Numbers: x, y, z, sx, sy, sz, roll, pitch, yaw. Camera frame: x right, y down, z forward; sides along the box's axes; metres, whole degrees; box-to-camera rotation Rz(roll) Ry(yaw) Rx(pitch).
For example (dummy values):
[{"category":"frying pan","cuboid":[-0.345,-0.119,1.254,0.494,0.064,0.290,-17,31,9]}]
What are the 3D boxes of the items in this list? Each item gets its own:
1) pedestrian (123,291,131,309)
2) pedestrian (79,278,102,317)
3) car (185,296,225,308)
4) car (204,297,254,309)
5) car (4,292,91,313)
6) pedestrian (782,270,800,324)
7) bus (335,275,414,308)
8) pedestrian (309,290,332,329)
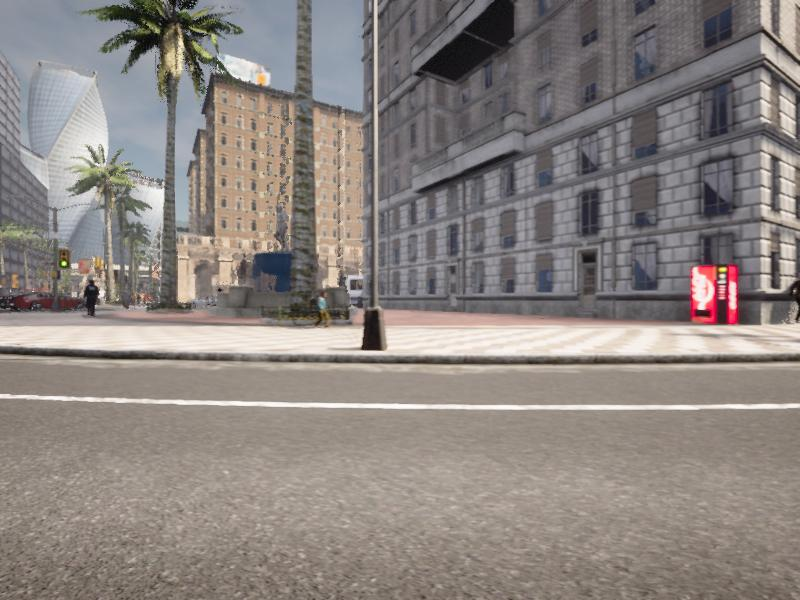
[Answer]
[{"category":"pedestrian","cuboid":[-28.462,0.044,41.709,0.751,1.860,0.751,0,0,-33]},{"category":"pedestrian","cuboid":[-14.994,-0.112,19.391,0.751,1.860,0.751,0,0,41]},{"category":"car","cuboid":[-24.701,0.239,50.707,4.514,1.525,2.007,0,0,-31]},{"category":"car","cuboid":[-20.891,0.306,48.945,5.357,1.411,2.033,0,0,-31]},{"category":"car","cuboid":[-29.338,0.184,33.546,2.152,1.651,5.027,0,0,20]},{"category":"pedestrian","cuboid":[14.053,-0.105,13.987,0.751,1.860,0.751,0,0,-24]},{"category":"bus","cuboid":[-3.427,-1.115,55.463,10.273,4.253,3.944,0,0,-31]},{"category":"pedestrian","cuboid":[-2.323,0.269,11.755,0.500,1.100,0.500,0,0,13]}]
